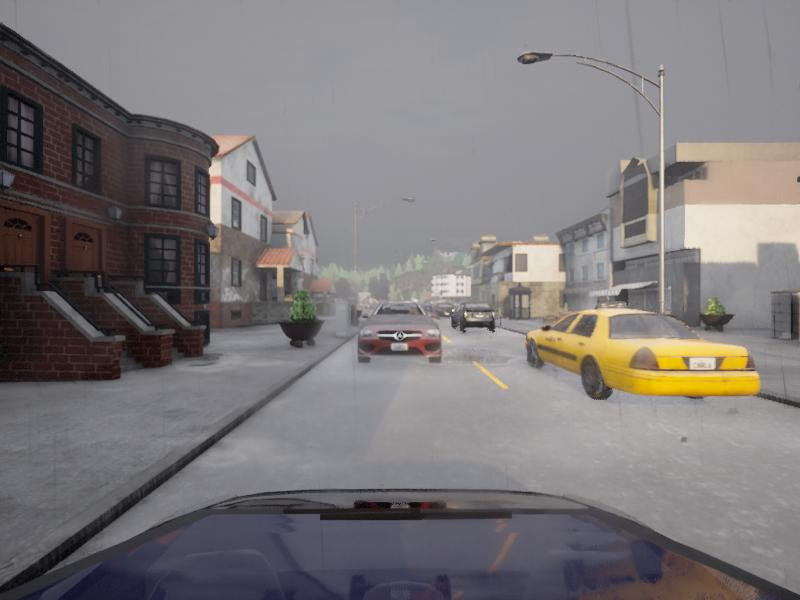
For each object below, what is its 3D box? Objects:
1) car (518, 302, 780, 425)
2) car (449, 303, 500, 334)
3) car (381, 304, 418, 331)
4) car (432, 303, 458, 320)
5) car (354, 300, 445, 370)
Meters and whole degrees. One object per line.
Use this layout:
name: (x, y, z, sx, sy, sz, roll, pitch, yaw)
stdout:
car: (3.995, 0.835, 7.842, 1.801, 1.575, 5.366, 0, 0, 0)
car: (3.993, 0.919, 22.157, 2.007, 1.525, 4.514, 0, 0, 0)
car: (-0.009, 0.994, 24.837, 2.033, 1.411, 5.357, 0, 0, 0)
car: (3.991, 1.015, 36.243, 1.812, 1.442, 4.674, 0, 0, 0)
car: (-0.005, 0.832, 11.969, 2.152, 1.651, 5.027, 0, 0, 0)
